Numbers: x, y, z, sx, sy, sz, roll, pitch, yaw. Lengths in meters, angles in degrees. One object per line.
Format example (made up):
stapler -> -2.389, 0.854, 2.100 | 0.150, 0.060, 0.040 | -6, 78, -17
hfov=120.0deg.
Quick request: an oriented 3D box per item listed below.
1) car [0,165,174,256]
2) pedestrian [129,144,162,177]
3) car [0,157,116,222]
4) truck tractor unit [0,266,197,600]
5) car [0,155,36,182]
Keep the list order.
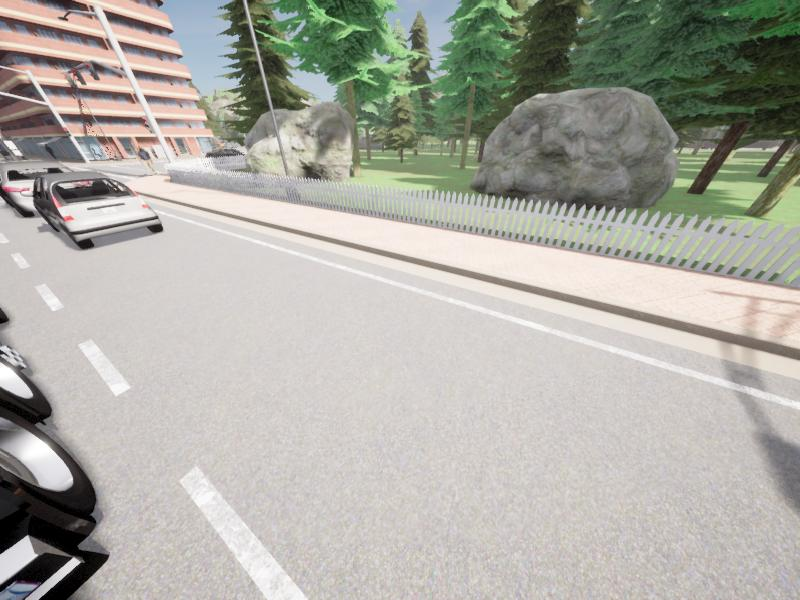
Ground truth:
car -> -8.950, -2.775, 6.641 | 3.988, 1.617, 1.851 | 18, 39, 25
pedestrian -> -17.265, -9.488, 15.748 | 0.751, 1.860, 0.751 | -25, 42, -31
car -> -14.319, -4.613, 9.263 | 4.611, 1.667, 2.242 | 19, 39, 25
truck tractor unit -> -5.114, -0.298, 0.774 | 6.516, 4.208, 3.053 | 18, 39, 24
car -> -29.845, -8.849, 15.663 | 5.357, 1.411, 2.033 | -10, 36, -14
